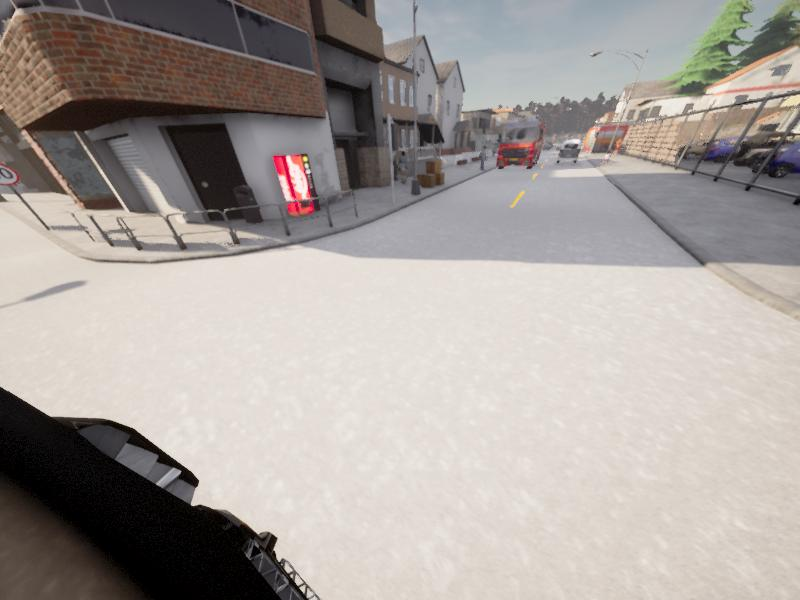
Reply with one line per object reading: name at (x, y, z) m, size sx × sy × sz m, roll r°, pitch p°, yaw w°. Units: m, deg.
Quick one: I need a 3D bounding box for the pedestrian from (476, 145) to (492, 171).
pedestrian at (7.381, -12.449, 20.246) m, size 0.751 × 1.860 × 0.751 m, roll -24°, pitch 39°, yaw -29°

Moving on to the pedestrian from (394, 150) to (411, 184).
pedestrian at (0.207, -8.654, 15.072) m, size 0.751 × 1.860 × 0.751 m, roll 15°, pitch 38°, yaw 26°

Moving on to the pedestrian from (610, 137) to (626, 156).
pedestrian at (27.038, -19.063, 28.675) m, size 0.751 × 1.860 × 0.751 m, roll 16°, pitch 38°, yaw 26°

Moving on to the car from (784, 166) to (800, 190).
car at (18.110, -4.249, 7.546) m, size 5.357 × 1.415 × 2.033 m, roll 16°, pitch 38°, yaw 26°

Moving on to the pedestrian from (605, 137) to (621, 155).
pedestrian at (27.318, -19.717, 29.640) m, size 0.751 × 1.860 × 0.751 m, roll 5°, pitch 34°, yaw 12°

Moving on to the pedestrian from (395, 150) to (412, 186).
pedestrian at (0.238, -8.290, 14.520) m, size 0.751 × 1.860 × 0.751 m, roll -24°, pitch 39°, yaw -28°

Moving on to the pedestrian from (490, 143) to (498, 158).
pedestrian at (14.766, -23.463, 36.278) m, size 0.751 × 1.860 × 0.751 m, roll 17°, pitch 39°, yaw 28°

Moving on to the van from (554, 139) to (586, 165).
van at (17.679, -15.542, 24.169) m, size 2.069 × 2.038 × 4.480 m, roll 16°, pitch 38°, yaw 26°

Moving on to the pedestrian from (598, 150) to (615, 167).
pedestrian at (16.750, -11.505, 18.771) m, size 0.500 × 1.100 × 0.500 m, roll -9°, pitch 34°, yaw -10°

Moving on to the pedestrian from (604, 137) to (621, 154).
pedestrian at (28.384, -20.587, 30.868) m, size 0.751 × 1.860 × 0.751 m, roll -13°, pitch 35°, yaw -15°

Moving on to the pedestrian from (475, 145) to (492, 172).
pedestrian at (7.105, -12.051, 19.668) m, size 0.751 × 1.860 × 0.751 m, roll -22°, pitch 38°, yaw -26°

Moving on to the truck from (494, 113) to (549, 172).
truck at (11.587, -14.703, 21.770) m, size 2.891 × 3.827 × 8.468 m, roll 16°, pitch 38°, yaw 26°

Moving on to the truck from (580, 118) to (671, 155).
truck at (32.398, -23.751, 33.778) m, size 8.468 × 3.827 × 2.891 m, roll 3°, pitch 34°, yaw 10°

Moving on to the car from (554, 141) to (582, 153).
car at (31.467, -28.771, 43.417) m, size 2.152 × 1.651 × 5.027 m, roll 1°, pitch 34°, yaw 7°

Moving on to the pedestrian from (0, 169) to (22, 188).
pedestrian at (-47.145, -14.631, 27.838) m, size 0.751 × 1.860 × 0.751 m, roll 21°, pitch 40°, yaw 31°
